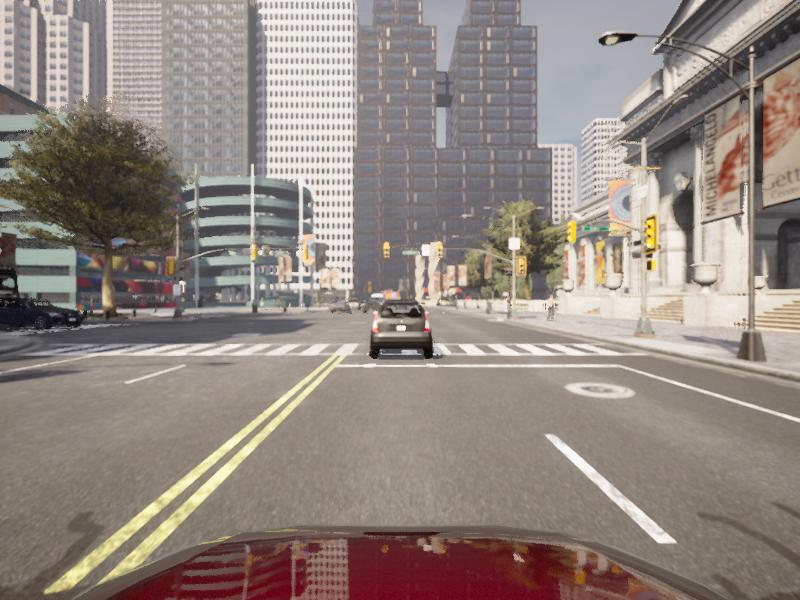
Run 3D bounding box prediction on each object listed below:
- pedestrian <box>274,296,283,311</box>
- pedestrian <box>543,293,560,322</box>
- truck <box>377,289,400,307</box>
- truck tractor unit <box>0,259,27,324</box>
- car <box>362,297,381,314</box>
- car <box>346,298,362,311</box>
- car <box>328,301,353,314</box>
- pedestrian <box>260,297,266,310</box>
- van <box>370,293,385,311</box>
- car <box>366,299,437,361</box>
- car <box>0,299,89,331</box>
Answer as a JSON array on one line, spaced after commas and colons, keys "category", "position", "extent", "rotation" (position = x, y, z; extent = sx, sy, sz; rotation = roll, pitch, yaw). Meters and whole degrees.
[{"category": "pedestrian", "position": [-15.402, 0.464, 50.571], "extent": [0.751, 1.860, 0.751], "rotation": [0, 0, 21]}, {"category": "pedestrian", "position": [9.937, 0.474, 26.263], "extent": [0.751, 1.860, 0.751], "rotation": [0, 0, -9]}, {"category": "truck", "position": [-2.631, -0.358, 87.858], "extent": [2.891, 3.827, 8.468], "rotation": [0, 0, -18]}, {"category": "truck tractor unit", "position": [-28.847, -0.531, 25.973], "extent": [6.516, 4.208, 3.053], "rotation": [0, 0, 2]}, {"category": "car", "position": [-3.337, 0.626, 47.059], "extent": [1.905, 1.878, 3.866], "rotation": [0, 0, 0]}, {"category": "car", "position": [-6.810, 0.630, 59.592], "extent": [1.932, 1.855, 4.605], "rotation": [0, 0, 0]}, {"category": "car", "position": [-6.844, 0.875, 46.638], "extent": [2.033, 1.411, 5.357], "rotation": [0, 0, 0]}, {"category": "pedestrian", "position": [-20.126, 0.460, 58.610], "extent": [0.751, 1.860, 0.751], "rotation": [0, 0, -11]}, {"category": "van", "position": [-3.301, 0.298, 60.338], "extent": [1.988, 2.561, 5.915], "rotation": [0, 0, 0]}, {"category": "car", "position": [0.041, 0.783, 12.474], "extent": [1.851, 1.617, 3.988], "rotation": [0, 0, 0]}, {"category": "car", "position": [-20.205, 0.771, 21.752], "extent": [5.027, 1.651, 2.152], "rotation": [0, 0, 3]}]
